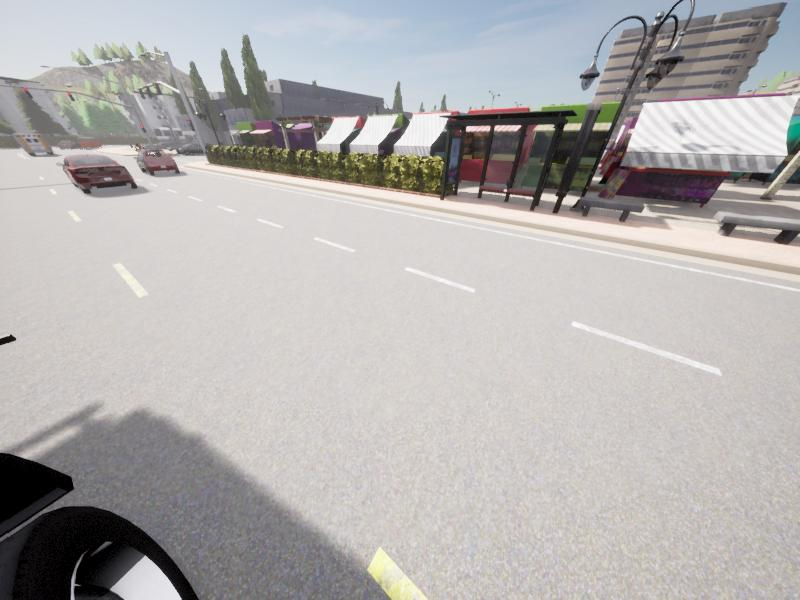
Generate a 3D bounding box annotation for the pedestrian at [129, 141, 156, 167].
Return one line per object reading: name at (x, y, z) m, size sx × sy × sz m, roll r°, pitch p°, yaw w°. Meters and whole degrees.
pedestrian at (-22.448, -12.733, 20.179) m, size 0.751 × 1.860 × 0.751 m, roll 24°, pitch 42°, yaw 30°

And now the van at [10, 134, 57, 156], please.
van at (-51.567, -21.883, 32.516) m, size 6.366 × 2.431 × 2.351 m, roll 22°, pitch 41°, yaw 28°

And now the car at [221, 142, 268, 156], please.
car at (-23.159, -22.758, 34.689) m, size 1.801 × 1.575 × 5.366 m, roll 24°, pitch 42°, yaw 30°

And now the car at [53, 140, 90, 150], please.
car at (-67.835, -32.087, 47.833) m, size 2.152 × 1.651 × 5.027 m, roll -14°, pitch 37°, yaw -19°

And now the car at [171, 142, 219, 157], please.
car at (-29.152, -21.529, 32.952) m, size 2.007 × 1.525 × 4.514 m, roll 24°, pitch 41°, yaw 30°

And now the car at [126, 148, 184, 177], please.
car at (-17.695, -10.005, 16.668) m, size 3.633 × 1.501 × 1.845 m, roll 25°, pitch 42°, yaw 31°

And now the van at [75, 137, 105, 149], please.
van at (-64.093, -32.503, 47.887) m, size 1.775 × 1.987 × 4.442 m, roll -16°, pitch 38°, yaw -21°

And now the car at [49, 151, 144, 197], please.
car at (-15.540, -6.563, 11.790) m, size 5.008 × 1.535 × 1.882 m, roll 23°, pitch 41°, yaw 28°

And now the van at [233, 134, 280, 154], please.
van at (-23.701, -26.108, 38.611) m, size 1.988 × 2.561 × 5.915 m, roll 24°, pitch 41°, yaw 29°
